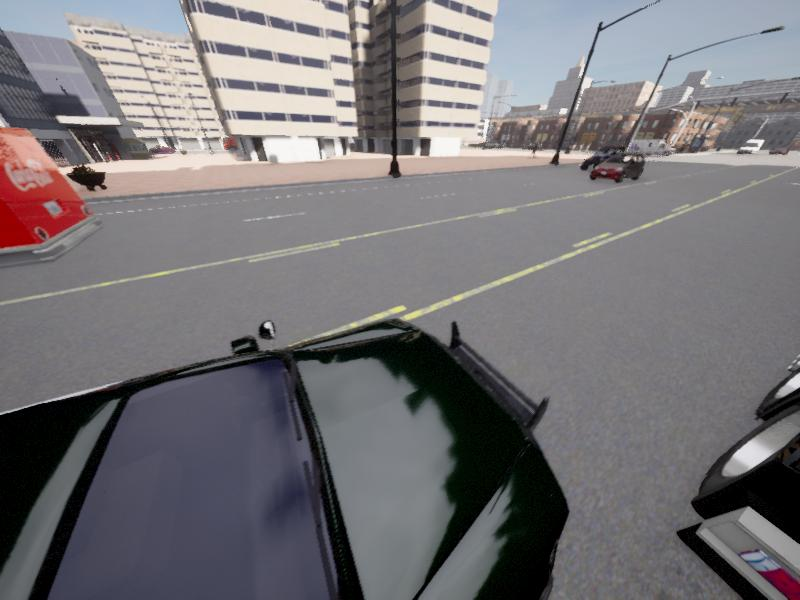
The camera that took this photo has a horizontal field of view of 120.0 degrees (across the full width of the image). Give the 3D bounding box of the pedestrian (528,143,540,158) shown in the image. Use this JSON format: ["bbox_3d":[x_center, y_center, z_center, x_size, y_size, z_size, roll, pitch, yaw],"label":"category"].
[{"bbox_3d":[20.049,-22.377,34.540,0.751,1.860,0.751,-9,36,-13],"label":"pedestrian"}]

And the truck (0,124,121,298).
[{"bbox_3d":[-9.051,-1.198,3.480,5.204,2.467,2.627,-19,39,-25],"label":"truck"}]

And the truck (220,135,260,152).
[{"bbox_3d":[-44.934,-44.200,65.230,8.468,3.827,2.891,-20,40,-26],"label":"truck"}]

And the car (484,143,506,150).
[{"bbox_3d":[26.129,-42.477,63.808,1.930,1.638,5.238,-19,39,-25],"label":"car"}]

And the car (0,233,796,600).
[{"bbox_3d":[-1.268,1.212,0.912,4.974,1.542,2.038,-19,39,-25],"label":"car"}]

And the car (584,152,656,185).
[{"bbox_3d":[14.864,-8.976,15.620,3.988,1.617,1.851,-19,39,-25],"label":"car"}]

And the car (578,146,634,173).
[{"bbox_3d":[18.328,-12.607,20.618,3.866,1.878,1.905,-19,39,-25],"label":"car"}]

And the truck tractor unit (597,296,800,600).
[{"bbox_3d":[5.162,-0.247,0.699,6.516,4.208,3.053,-16,38,-21],"label":"truck tractor unit"}]

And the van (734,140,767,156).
[{"bbox_3d":[69.829,-30.390,46.058,5.915,2.561,1.988,-19,39,-25],"label":"van"}]

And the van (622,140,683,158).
[{"bbox_3d":[43.607,-26.365,40.138,2.351,2.431,6.366,-20,40,-27],"label":"van"}]

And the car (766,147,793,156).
[{"bbox_3d":[74.872,-29.287,45.541,4.181,1.385,1.994,-19,39,-25],"label":"car"}]

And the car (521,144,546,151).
[{"bbox_3d":[33.932,-38.900,58.854,2.128,1.511,4.902,-19,39,-25],"label":"car"}]
